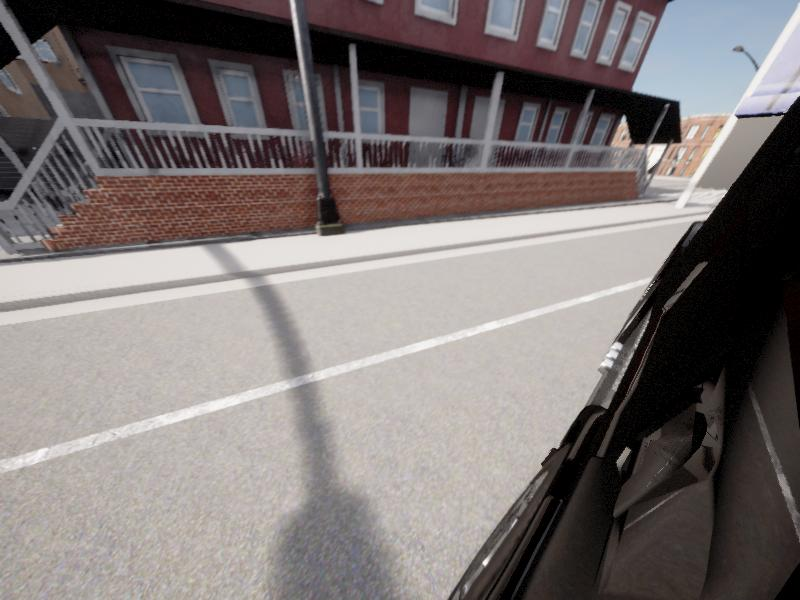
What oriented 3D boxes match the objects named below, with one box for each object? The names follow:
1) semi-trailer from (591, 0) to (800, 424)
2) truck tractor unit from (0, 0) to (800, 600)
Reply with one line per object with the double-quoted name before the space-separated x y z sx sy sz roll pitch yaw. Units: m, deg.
"semi-trailer" 9.326 -2.609 4.167 14.254 4.402 2.717 -15 36 -28
"truck tractor unit" 2.645 -0.295 0.351 6.516 4.208 3.053 -28 44 -30
